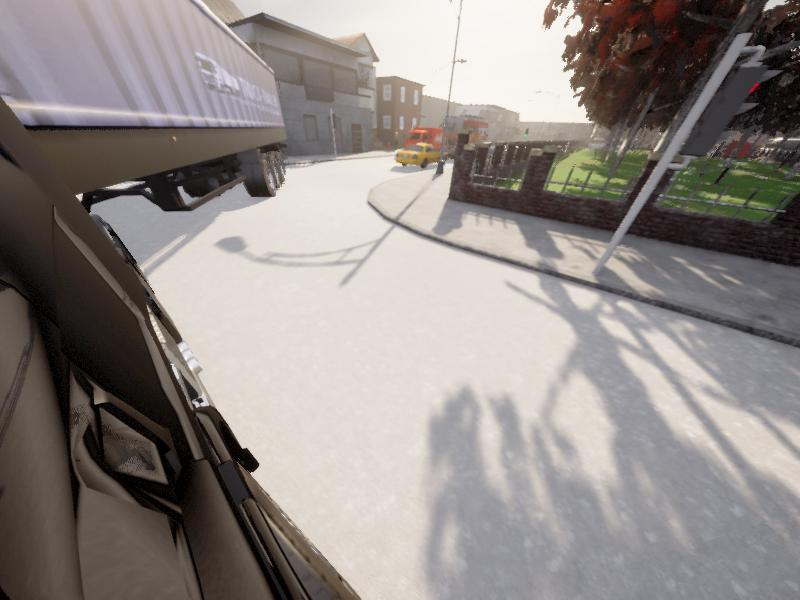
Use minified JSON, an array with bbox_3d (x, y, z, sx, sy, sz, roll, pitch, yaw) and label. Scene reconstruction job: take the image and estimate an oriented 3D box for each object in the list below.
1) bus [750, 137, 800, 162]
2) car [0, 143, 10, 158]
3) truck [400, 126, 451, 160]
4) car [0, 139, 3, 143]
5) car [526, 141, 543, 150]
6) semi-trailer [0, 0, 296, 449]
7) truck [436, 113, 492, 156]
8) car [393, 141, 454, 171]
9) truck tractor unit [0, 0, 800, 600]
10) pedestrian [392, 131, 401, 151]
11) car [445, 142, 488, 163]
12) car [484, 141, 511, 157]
[{"bbox_3d":[88.001,-34.738,53.242,3.944,4.253,10.273,24,41,26],"label":"bus"},{"bbox_3d":[-24.597,-9.218,13.134,5.366,1.575,1.801,25,42,27],"label":"car"},{"bbox_3d":[2.630,-15.784,23.161,2.627,2.467,5.204,24,41,26],"label":"truck"},{"bbox_3d":[-34.251,-13.670,18.309,4.553,1.767,2.097,25,42,26],"label":"car"},{"bbox_3d":[27.309,-31.341,46.851,1.994,1.385,4.181,25,42,27],"label":"car"},{"bbox_3d":[-5.476,-4.676,5.911,2.717,4.402,14.254,-6,38,-12],"label":"semi-trailer"},{"bbox_3d":[8.037,-20.418,28.664,2.891,3.827,8.468,25,42,27],"label":"truck"},{"bbox_3d":[1.868,-10.783,17.088,1.801,1.575,5.366,25,42,27],"label":"car"},{"bbox_3d":[-2.645,-0.295,0.351,6.516,4.208,3.053,28,44,30],"label":"truck tractor unit"},{"bbox_3d":[-0.406,-18.239,26.568,0.751,1.860,0.751,23,41,25],"label":"pedestrian"},{"bbox_3d":[6.573,-14.395,22.459,2.033,1.411,5.357,24,41,26],"label":"car"},{"bbox_3d":[12.285,-19.028,29.012,1.845,1.501,3.633,24,41,26],"label":"car"}]
